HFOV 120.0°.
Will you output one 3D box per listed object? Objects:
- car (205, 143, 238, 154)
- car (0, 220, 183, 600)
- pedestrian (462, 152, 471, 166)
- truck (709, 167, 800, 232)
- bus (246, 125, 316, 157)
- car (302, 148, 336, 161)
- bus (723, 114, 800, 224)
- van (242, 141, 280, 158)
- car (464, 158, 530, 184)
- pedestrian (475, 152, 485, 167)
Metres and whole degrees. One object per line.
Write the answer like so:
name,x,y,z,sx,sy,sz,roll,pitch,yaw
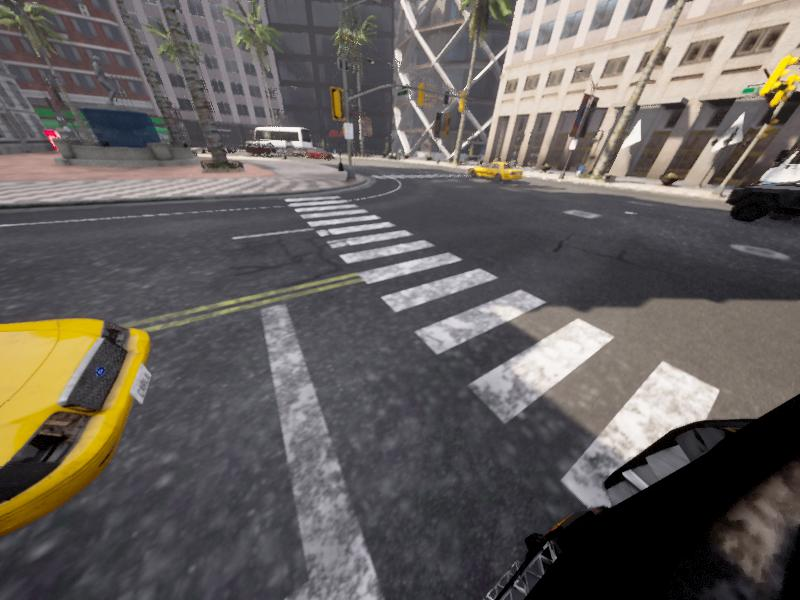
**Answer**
car,-30.799,-26.219,39.994,3.806,1.475,1.970,1,33,-3
car,-4.433,1.106,0.534,5.366,1.575,1.801,-17,38,-27
pedestrian,10.700,-22.692,37.071,0.751,1.860,0.751,-20,40,-31
truck,17.525,-3.614,8.833,2.390,2.098,6.274,-17,38,-27
bus,-21.187,-28.494,41.627,10.273,4.253,3.944,10,33,11
car,-12.848,-23.297,36.903,4.792,1.488,2.163,18,36,22
bus,21.519,-4.378,8.335,3.944,4.253,10.273,-17,38,-27
van,-21.832,-23.750,36.414,4.480,2.038,2.069,9,33,9
car,8.555,-11.817,21.041,1.801,1.575,5.366,-17,38,-27
pedestrian,12.178,-21.489,35.360,0.751,1.860,0.751,-18,39,-29
